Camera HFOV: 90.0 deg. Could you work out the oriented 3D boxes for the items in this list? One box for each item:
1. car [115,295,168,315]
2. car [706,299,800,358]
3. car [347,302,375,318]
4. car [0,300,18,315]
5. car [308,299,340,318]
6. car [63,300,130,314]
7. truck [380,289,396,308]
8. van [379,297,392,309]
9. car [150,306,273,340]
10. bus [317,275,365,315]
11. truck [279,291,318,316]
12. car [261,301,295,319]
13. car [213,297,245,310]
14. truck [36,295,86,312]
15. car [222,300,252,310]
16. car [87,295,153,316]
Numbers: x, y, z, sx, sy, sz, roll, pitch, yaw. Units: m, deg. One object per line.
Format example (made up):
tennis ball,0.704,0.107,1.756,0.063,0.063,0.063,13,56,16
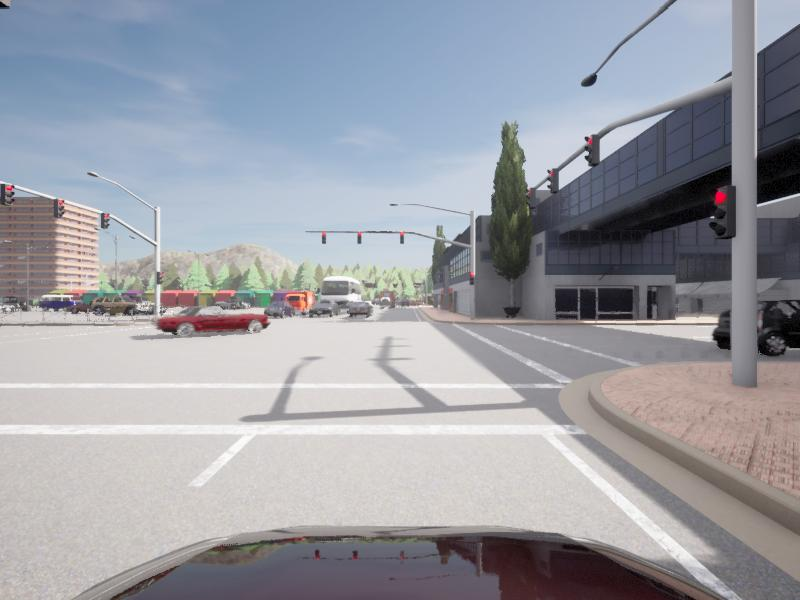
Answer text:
car,-24.890,0.499,38.658,3.866,1.878,1.905,0,0,0
car,11.845,0.788,11.952,3.988,1.617,1.851,0,0,0
car,-3.580,0.894,37.407,2.033,1.411,5.357,0,0,1
car,-42.354,0.739,41.382,3.806,1.475,1.970,0,0,0
car,-7.093,0.780,37.843,2.152,1.651,5.027,0,0,0
car,-31.328,0.732,41.381,5.357,1.415,2.033,0,0,0
truck,-2.423,-0.325,82.354,2.891,3.827,8.468,0,0,2
van,-2.579,0.573,72.970,2.069,2.038,4.480,0,0,2
car,-8.465,0.944,18.222,4.718,1.301,1.895,0,0,-39
bus,-6.733,-0.533,47.692,3.944,4.253,10.273,0,0,1
truck,-10.505,0.357,41.772,2.627,2.467,5.204,0,0,1
car,-10.616,0.827,34.976,1.845,1.501,3.633,0,0,1
car,-24.907,0.499,58.282,3.866,1.878,1.905,0,0,0
truck,-42.378,0.402,50.062,4.478,2.038,2.069,0,0,0
car,-24.893,0.739,61.177,3.806,1.475,1.970,0,0,0
car,-24.947,0.497,35.764,4.605,1.855,1.932,0,0,0
